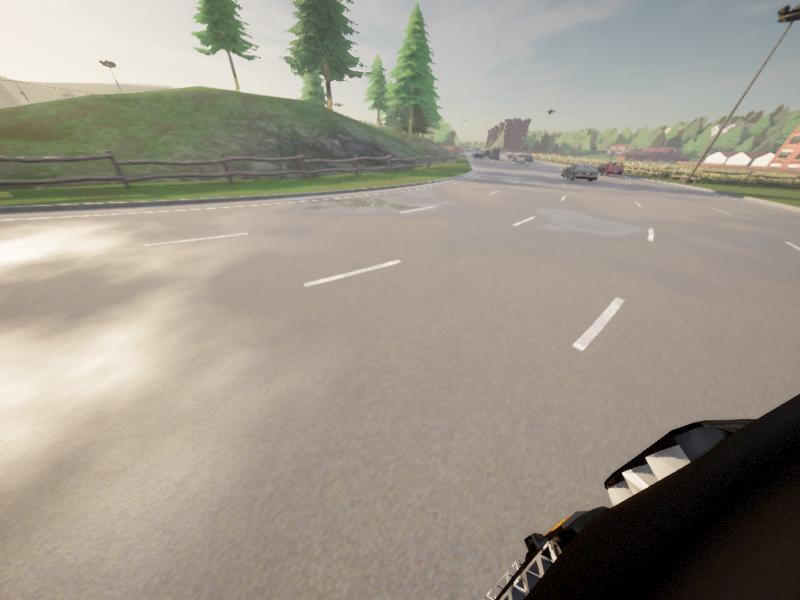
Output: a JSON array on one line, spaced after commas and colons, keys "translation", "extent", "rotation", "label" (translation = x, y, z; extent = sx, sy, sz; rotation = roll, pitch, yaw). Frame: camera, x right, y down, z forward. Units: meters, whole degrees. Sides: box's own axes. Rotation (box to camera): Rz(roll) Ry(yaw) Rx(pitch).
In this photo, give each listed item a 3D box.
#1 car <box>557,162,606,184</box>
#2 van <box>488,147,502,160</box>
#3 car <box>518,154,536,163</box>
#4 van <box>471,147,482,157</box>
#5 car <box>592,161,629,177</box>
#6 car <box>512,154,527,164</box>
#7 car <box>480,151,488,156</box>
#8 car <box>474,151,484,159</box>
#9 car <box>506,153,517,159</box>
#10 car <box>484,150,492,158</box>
[{"translation": [17.325, -12.425, 22.417], "extent": [2.033, 1.411, 5.357], "rotation": [12, 35, 12], "label": "car"}, {"translation": [23.648, -36.595, 57.752], "extent": [1.988, 2.561, 5.915], "rotation": [9, 34, 9], "label": "van"}, {"translation": [29.710, -33.280, 54.209], "extent": [2.242, 1.667, 4.611], "rotation": [9, 34, 9], "label": "car"}, {"translation": [24.607, -47.752, 74.537], "extent": [2.351, 2.431, 6.366], "rotation": [9, 34, 9], "label": "van"}, {"translation": [26.502, -16.638, 29.247], "extent": [1.845, 1.501, 3.633], "rotation": [9, 34, 9], "label": "car"}, {"translation": [24.170, -28.630, 46.897], "extent": [1.845, 1.501, 3.633], "rotation": [9, 35, 9], "label": "car"}, {"translation": [30.722, -53.508, 84.474], "extent": [2.033, 1.411, 5.357], "rotation": [9, 34, 9], "label": "car"}, {"translation": [21.250, -39.284, 62.412], "extent": [1.930, 1.638, 5.238], "rotation": [9, 34, 9], "label": "car"}, {"translation": [34.319, -44.479, 71.294], "extent": [2.128, 1.511, 4.902], "rotation": [9, 34, 9], "label": "car"}, {"translation": [27.532, -45.815, 72.386], "extent": [1.905, 1.878, 3.866], "rotation": [9, 34, 9], "label": "car"}]
